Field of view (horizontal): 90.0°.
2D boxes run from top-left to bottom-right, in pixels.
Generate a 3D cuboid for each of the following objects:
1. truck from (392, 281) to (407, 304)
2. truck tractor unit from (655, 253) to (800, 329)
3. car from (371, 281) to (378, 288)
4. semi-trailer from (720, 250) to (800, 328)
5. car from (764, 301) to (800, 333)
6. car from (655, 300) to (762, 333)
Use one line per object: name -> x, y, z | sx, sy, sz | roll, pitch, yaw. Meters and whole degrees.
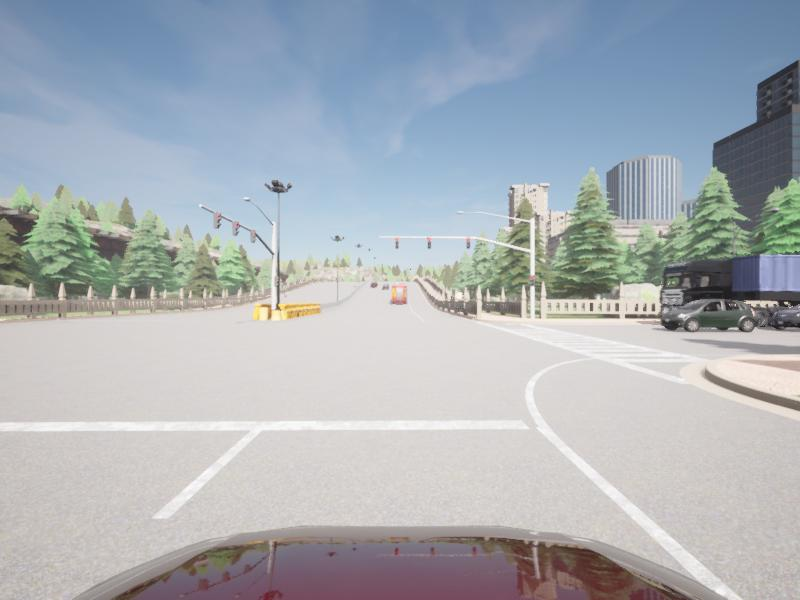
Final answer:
truck -> -0.089, -1.569, 78.275 | 2.891, 3.827, 8.468 | 0, 6, 0
truck tractor unit -> 19.390, -0.522, 23.817 | 6.516, 4.208, 3.053 | 0, 0, 0
car -> -7.260, -4.513, 113.949 | 1.882, 1.535, 5.008 | 0, 7, 0
semi-trailer -> 27.304, -0.618, 23.851 | 14.254, 4.402, 2.717 | 0, 0, 0
car -> 21.143, 0.827, 20.329 | 3.633, 1.501, 1.845 | 0, 0, 0
car -> 15.547, 0.788, 20.309 | 3.988, 1.617, 1.851 | 0, 0, 0
